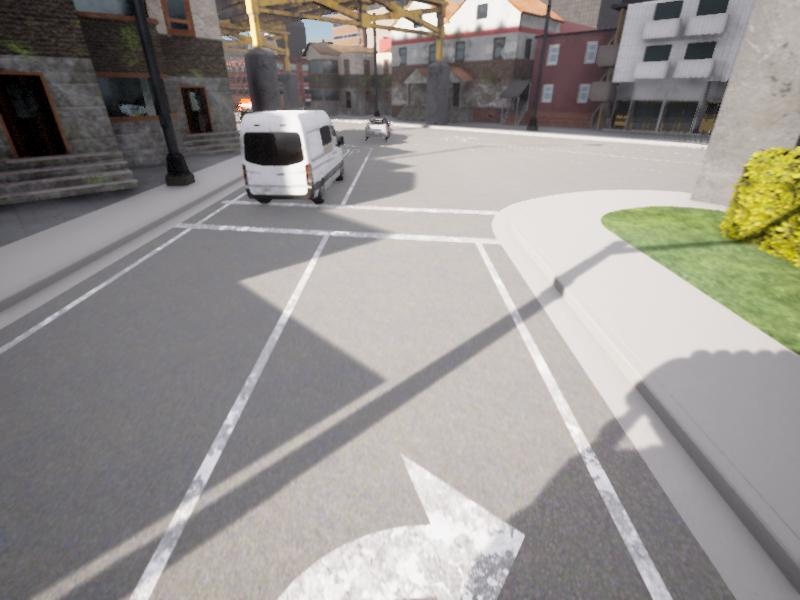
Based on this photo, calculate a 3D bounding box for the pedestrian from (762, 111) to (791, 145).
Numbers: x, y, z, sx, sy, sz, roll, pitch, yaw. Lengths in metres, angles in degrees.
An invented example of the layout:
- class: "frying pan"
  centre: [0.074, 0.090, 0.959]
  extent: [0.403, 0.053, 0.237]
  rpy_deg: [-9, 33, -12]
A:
- class: "pedestrian"
  centre: [23.035, -10.539, 24.506]
  extent: [0.751, 1.860, 0.751]
  rpy_deg: [22, 34, 36]

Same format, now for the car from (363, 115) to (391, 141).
- class: "car"
  centre: [-1.626, -12.738, 29.530]
  extent: [1.845, 1.501, 3.633]
  rpy_deg: [0, 27, 0]

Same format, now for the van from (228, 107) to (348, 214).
- class: "van"
  centre: [-3.239, -4.916, 13.314]
  extent: [1.988, 2.561, 5.915]
  rpy_deg: [1, 27, 2]

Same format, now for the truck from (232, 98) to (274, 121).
- class: "truck"
  centre: [-18.435, -23.876, 50.073]
  extent: [2.627, 2.467, 5.204]
  rpy_deg: [-24, 36, -39]

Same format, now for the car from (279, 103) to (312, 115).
- class: "car"
  centre: [-16.751, -30.705, 64.232]
  extent: [4.974, 1.542, 2.038]
  rpy_deg: [-7, 28, -13]

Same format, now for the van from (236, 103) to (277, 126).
- class: "van"
  centre: [-15.397, -19.983, 43.008]
  extent: [2.069, 2.038, 4.480]
  rpy_deg: [-24, 36, -39]
